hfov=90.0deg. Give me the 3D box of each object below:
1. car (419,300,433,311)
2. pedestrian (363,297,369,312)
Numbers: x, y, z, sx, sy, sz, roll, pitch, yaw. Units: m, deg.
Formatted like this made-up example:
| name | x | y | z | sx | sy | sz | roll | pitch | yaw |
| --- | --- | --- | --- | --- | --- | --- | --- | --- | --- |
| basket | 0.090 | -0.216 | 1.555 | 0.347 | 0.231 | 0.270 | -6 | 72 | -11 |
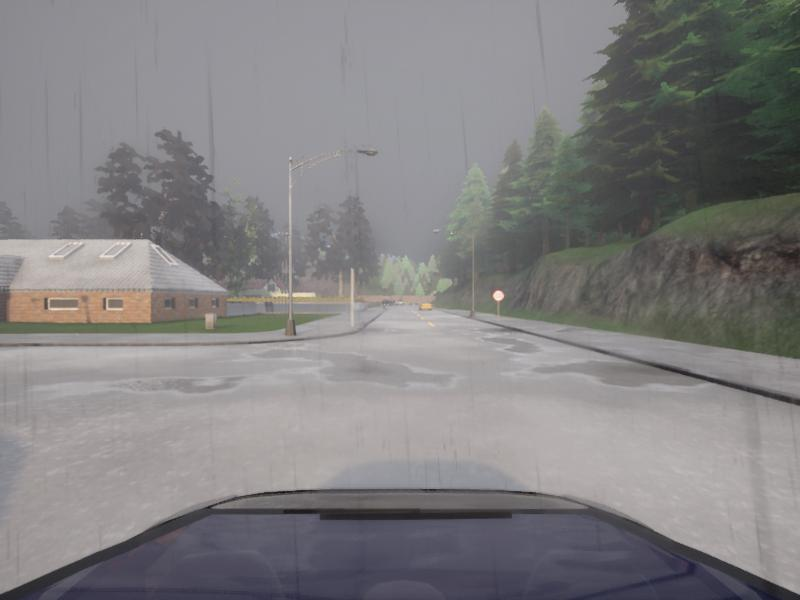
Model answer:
| name | x | y | z | sx | sy | sz | roll | pitch | yaw |
| --- | --- | --- | --- | --- | --- | --- | --- | --- | --- |
| car | 3.992 | 0.818 | 62.558 | 1.801 | 1.575 | 5.366 | 0 | 0 | 0 |
| pedestrian | -4.282 | 0.547 | 50.424 | 0.751 | 1.860 | 0.751 | 0 | 0 | 2 |
